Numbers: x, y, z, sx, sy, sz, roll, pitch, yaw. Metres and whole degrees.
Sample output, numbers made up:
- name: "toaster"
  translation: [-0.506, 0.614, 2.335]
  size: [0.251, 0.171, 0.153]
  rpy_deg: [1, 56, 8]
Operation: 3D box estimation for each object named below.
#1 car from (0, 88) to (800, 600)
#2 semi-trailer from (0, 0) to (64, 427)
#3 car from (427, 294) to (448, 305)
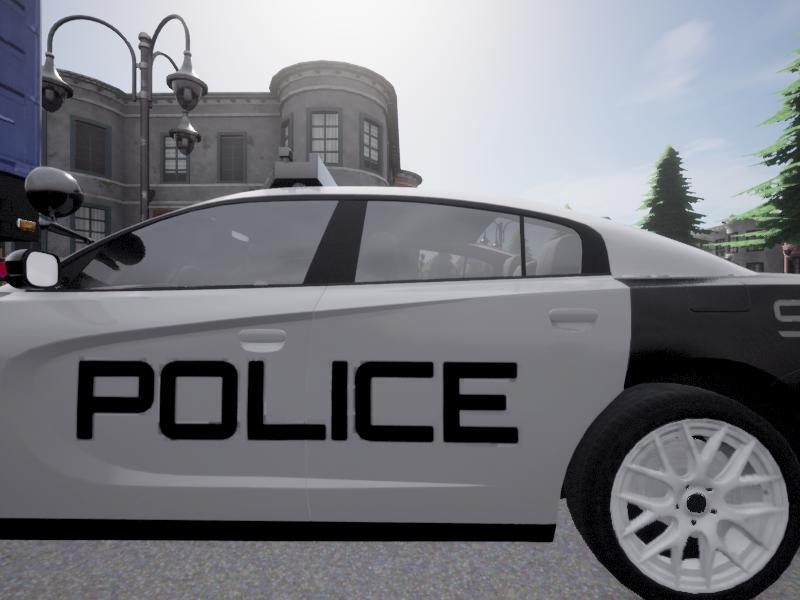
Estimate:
- name: "car"
  translation: [-0.593, 0.179, 2.207]
  size: [5.238, 1.638, 1.930]
  rpy_deg: [0, 0, 1]
- name: "semi-trailer"
  translation: [-10.203, -1.218, 2.399]
  size: [14.254, 4.402, 2.717]
  rpy_deg: [0, 0, 1]
- name: "car"
  translation: [7.504, -0.067, 80.678]
  size: [2.150, 2.045, 5.566]
  rpy_deg: [0, 0, -19]
